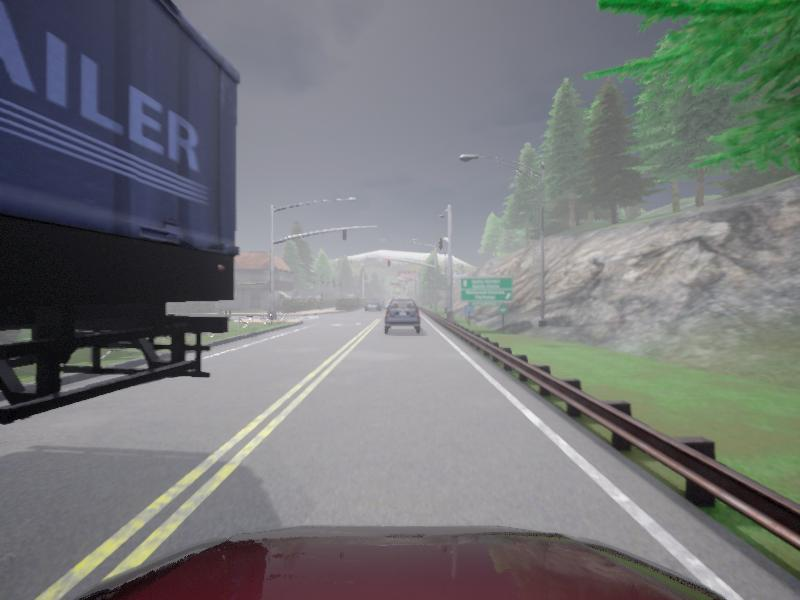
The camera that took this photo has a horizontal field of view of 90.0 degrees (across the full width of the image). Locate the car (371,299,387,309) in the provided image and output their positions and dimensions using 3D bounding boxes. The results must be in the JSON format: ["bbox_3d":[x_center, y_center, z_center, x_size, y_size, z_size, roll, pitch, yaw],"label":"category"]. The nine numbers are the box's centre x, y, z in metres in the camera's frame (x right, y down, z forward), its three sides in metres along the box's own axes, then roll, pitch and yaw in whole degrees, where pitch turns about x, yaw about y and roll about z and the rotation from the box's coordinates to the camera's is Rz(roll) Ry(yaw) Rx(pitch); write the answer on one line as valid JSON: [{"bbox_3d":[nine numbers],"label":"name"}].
[{"bbox_3d":[-3.141,0.567,60.023,2.128,1.511,4.902,0,0,0],"label":"car"}]

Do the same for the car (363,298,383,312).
[{"bbox_3d":[-3.211,0.560,48.672,2.033,1.649,4.856,0,0,0],"label":"car"}]

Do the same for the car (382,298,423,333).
[{"bbox_3d":[0.118,0.723,19.627,1.789,1.549,3.705,0,-1,0],"label":"car"}]

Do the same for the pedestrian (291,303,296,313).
[{"bbox_3d":[-11.492,0.832,43.231,0.500,1.100,0.500,0,0,-12],"label":"pedestrian"}]

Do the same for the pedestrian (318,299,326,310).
[{"bbox_3d":[-9.478,0.547,48.495,0.751,1.300,0.751,0,0,1],"label":"pedestrian"}]
